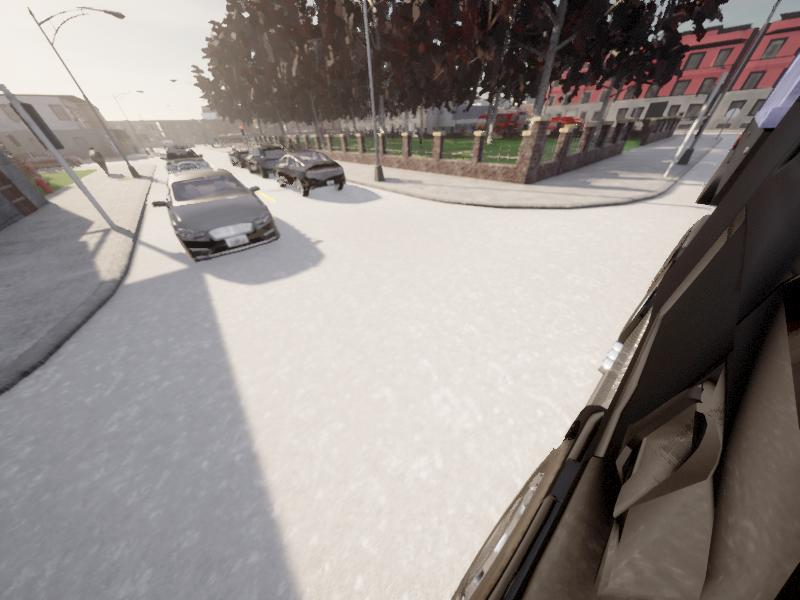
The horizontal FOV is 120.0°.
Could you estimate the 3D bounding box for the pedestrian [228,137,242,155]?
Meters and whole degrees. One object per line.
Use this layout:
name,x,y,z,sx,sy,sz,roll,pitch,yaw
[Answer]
pedestrian,-20.989,-19.645,29.417,0.751,1.860,0.751,-14,38,-14

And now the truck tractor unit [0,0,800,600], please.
truck tractor unit,2.645,-0.295,0.352,6.516,4.208,3.053,-28,44,-30

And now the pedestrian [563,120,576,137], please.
pedestrian,24.109,-24.455,32.931,0.751,1.860,0.751,-29,44,-30

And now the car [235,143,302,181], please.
car,-8.476,-8.923,14.730,2.033,1.649,4.856,-30,44,-31

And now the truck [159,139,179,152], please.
truck,-51.978,-34.769,51.944,2.390,2.098,6.274,-28,44,-30

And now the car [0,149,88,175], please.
car,-35.986,-14.097,23.397,4.856,1.649,2.033,-28,44,-29

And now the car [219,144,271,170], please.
car,-12.837,-11.916,19.096,2.128,1.511,4.902,-30,45,-32

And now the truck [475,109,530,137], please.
truck,18.908,-33.145,43.416,2.891,3.827,8.468,-28,44,-30

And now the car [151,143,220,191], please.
car,-12.156,-7.724,13.163,1.932,1.855,4.605,-27,43,-29

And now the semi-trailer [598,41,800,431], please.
semi-trailer,8.685,-3.620,4.232,14.254,4.402,2.717,-28,44,-30

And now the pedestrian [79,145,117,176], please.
pedestrian,-21.671,-10.045,16.651,0.751,1.860,0.751,-26,43,-28

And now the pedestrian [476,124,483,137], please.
pedestrian,14.517,-31.012,42.285,0.751,1.860,0.751,-28,44,-30

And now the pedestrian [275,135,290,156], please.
pedestrian,-12.831,-16.933,25.277,0.751,1.860,0.751,-28,44,-30

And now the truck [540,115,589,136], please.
truck,26.075,-27.718,36.858,2.627,2.467,5.204,-29,44,-30

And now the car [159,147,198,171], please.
car,-19.667,-12.633,20.508,1.837,1.490,4.892,-28,43,-30

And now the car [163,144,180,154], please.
car,-43.870,-28.977,44.251,1.812,1.442,4.674,-28,44,-30

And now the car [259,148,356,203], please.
car,-4.296,-5.839,10.449,2.128,1.511,4.902,-28,44,-30

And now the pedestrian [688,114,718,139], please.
pedestrian,29.488,-16.915,22.536,0.751,1.860,0.751,-1,37,3

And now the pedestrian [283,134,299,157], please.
pedestrian,-11.143,-15.763,23.609,0.751,1.860,0.751,-29,44,-30

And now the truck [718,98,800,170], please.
truck,19.133,-8.437,11.559,5.204,2.467,2.627,-30,45,-29

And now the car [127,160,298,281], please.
car,-4.818,-2.478,6.001,2.128,1.511,4.902,-28,44,-29

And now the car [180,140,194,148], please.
car,-59.142,-43.269,63.997,2.097,1.767,4.553,-28,44,-30
